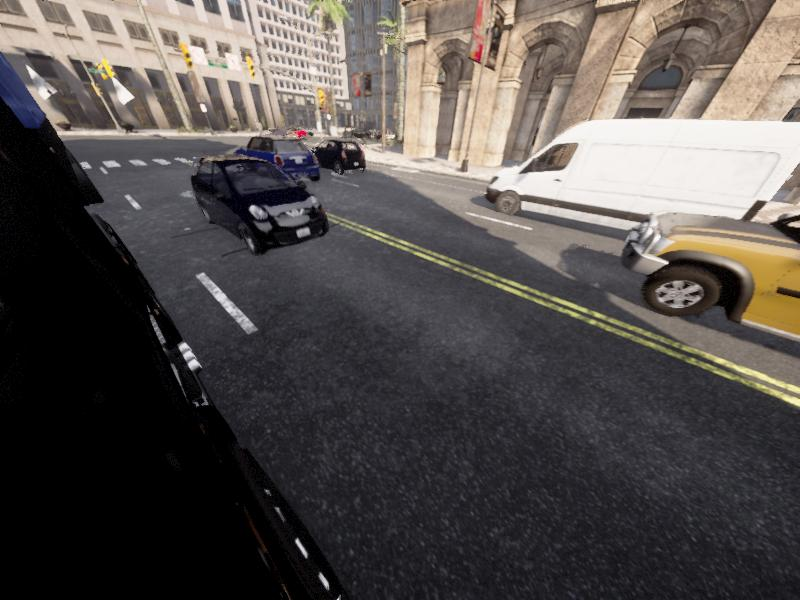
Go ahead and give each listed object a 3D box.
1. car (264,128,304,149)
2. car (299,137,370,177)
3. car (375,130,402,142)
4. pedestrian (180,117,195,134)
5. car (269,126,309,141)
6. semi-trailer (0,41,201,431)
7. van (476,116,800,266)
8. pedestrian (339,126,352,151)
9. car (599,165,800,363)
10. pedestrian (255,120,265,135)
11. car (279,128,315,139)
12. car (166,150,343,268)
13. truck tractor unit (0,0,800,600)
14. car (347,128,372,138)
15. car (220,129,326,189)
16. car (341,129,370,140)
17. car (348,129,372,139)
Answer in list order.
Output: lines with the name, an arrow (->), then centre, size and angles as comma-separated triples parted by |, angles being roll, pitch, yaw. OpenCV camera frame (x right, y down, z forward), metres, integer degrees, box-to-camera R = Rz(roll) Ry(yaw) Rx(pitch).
car -> -11.785, -16.776, 23.923 | 2.038, 1.542, 4.974 | 0, 37, -5
car -> -3.631, -8.015, 12.813 | 3.633, 1.501, 1.845 | 28, 44, 30
car -> -2.021, -29.329, 41.306 | 2.038, 1.542, 4.974 | 29, 44, 30
pedestrian -> -30.358, -24.969, 33.008 | 0.751, 1.860, 0.751 | 31, 45, 32
car -> -15.522, -23.444, 32.558 | 2.007, 1.525, 4.514 | 28, 43, 29
semi-trailer -> -8.681, -3.629, 4.227 | 14.254, 4.402, 2.717 | 28, 44, 30
van -> 5.619, -3.450, 6.523 | 5.915, 2.561, 1.988 | 28, 44, 30
pedestrian -> -5.094, -15.286, 21.831 | 0.751, 1.860, 0.751 | 13, 38, 14
car -> 5.861, -0.292, 2.882 | 4.605, 1.855, 1.932 | 28, 44, 30
pedestrian -> -22.242, -27.361, 36.745 | 0.751, 1.860, 0.751 | -3, 37, -8
car -> -16.144, -26.186, 36.360 | 1.895, 1.301, 4.718 | 29, 44, 30
car -> -3.282, -2.341, 5.283 | 3.633, 1.501, 1.845 | 28, 44, 30
truck tractor unit -> -2.645, -0.295, 0.351 | 6.516, 4.208, 3.053 | 28, 44, 30
car -> -8.356, -34.481, 47.785 | 2.163, 1.488, 4.792 | 28, 44, 30
car -> -5.718, -6.497, 10.433 | 4.553, 1.767, 2.097 | 29, 44, 30
car -> -7.667, -28.752, 40.189 | 1.837, 1.490, 4.892 | 29, 44, 30
car -> -7.677, -31.947, 44.547 | 1.994, 1.385, 4.181 | 28, 44, 30
